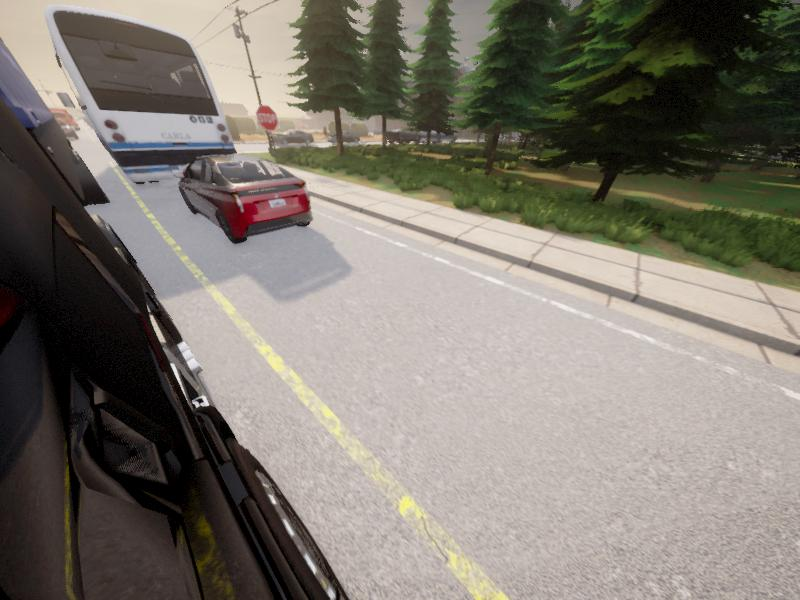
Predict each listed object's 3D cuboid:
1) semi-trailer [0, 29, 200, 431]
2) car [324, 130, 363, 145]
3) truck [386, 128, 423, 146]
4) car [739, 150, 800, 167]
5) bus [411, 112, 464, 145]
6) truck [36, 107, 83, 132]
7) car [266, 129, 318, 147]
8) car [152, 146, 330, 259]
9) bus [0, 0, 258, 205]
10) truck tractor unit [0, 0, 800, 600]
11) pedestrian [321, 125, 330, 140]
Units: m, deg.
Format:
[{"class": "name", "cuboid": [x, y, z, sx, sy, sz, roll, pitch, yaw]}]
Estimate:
[{"class": "semi-trailer", "cuboid": [-8.633, -3.649, 4.291, 14.254, 4.402, 2.717, 29, 44, 30]}, {"class": "car", "cuboid": [-7.740, -22.503, 32.040, 2.128, 1.511, 4.902, 28, 43, 29]}, {"class": "truck", "cuboid": [0.773, -25.369, 35.923, 2.390, 2.098, 6.274, 28, 43, 29]}, {"class": "car", "cuboid": [52.001, -19.827, 32.210, 4.902, 1.511, 2.128, 28, 44, 30]}, {"class": "bus", "cuboid": [6.865, -30.565, 41.459, 3.944, 4.253, 10.273, 28, 43, 29]}, {"class": "truck", "cuboid": [-46.832, -24.906, 31.909, 5.204, 2.467, 2.627, 30, 45, 31]}, {"class": "car", "cuboid": [-12.591, -19.118, 27.207, 2.128, 1.511, 4.902, 28, 43, 29]}, {"class": "car", "cuboid": [-4.067, -2.790, 5.846, 4.514, 1.525, 2.007, 30, 44, 31]}, {"class": "bus", "cuboid": [-10.821, -7.630, 9.616, 10.273, 4.253, 3.944, 30, 45, 32]}, {"class": "truck tractor unit", "cuboid": [-2.645, -0.295, 0.351, 6.516, 4.208, 3.053, 28, 44, 30]}, {"class": "pedestrian", "cuboid": [-11.453, -25.834, 35.661, 0.751, 1.860, 0.751, 22, 41, 24]}]
